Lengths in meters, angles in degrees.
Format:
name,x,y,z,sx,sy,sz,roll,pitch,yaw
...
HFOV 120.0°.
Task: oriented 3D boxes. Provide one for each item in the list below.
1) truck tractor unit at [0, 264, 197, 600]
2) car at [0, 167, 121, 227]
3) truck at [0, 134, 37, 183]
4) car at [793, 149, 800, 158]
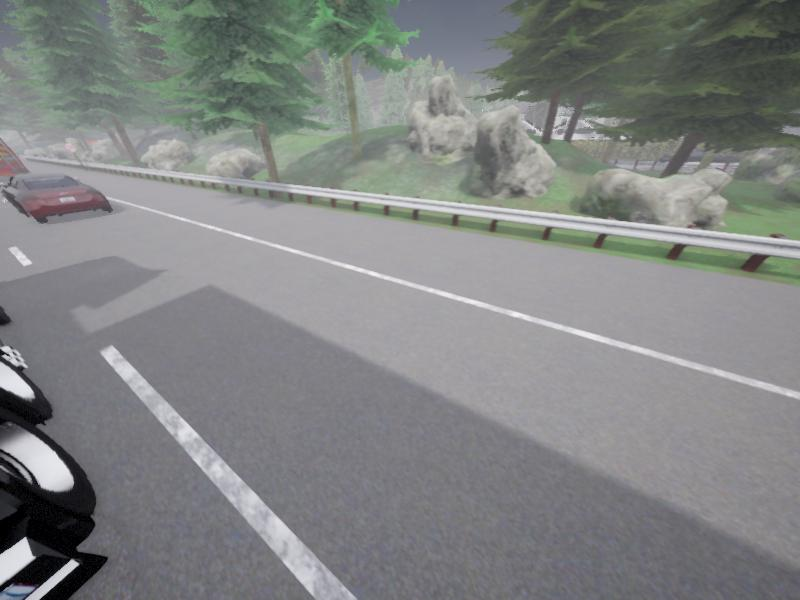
name,x,y,z,sx,sy,sz,roll,pitch,yaw
truck tractor unit,-5.115,-0.295,0.786,6.516,4.208,3.053,18,39,24
car,-13.276,-4.085,8.823,4.181,1.385,1.994,18,39,24
truck,-31.069,-10.878,16.620,8.468,3.827,2.891,18,39,24
car,50.103,-17.478,26.976,2.242,1.667,4.611,19,39,23
